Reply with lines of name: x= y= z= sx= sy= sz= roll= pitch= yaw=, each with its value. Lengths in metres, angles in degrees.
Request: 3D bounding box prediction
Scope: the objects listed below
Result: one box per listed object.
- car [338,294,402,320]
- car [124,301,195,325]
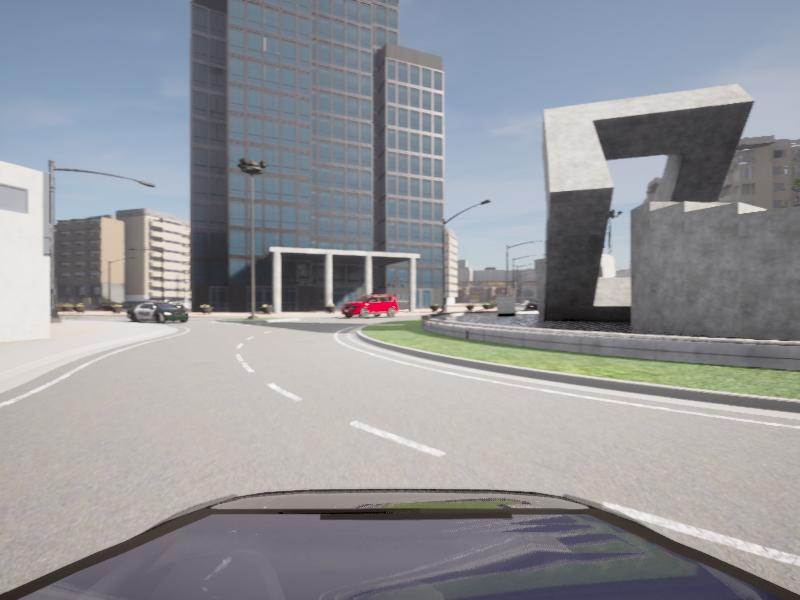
car: x=-2.550 y=0.569 z=35.092 sx=2.150 sy=2.045 sz=5.566 roll=-1 pitch=0 yaw=43
car: x=-17.021 y=0.853 z=28.301 sx=4.974 sy=1.542 sz=2.038 roll=0 pitch=0 yaw=28
